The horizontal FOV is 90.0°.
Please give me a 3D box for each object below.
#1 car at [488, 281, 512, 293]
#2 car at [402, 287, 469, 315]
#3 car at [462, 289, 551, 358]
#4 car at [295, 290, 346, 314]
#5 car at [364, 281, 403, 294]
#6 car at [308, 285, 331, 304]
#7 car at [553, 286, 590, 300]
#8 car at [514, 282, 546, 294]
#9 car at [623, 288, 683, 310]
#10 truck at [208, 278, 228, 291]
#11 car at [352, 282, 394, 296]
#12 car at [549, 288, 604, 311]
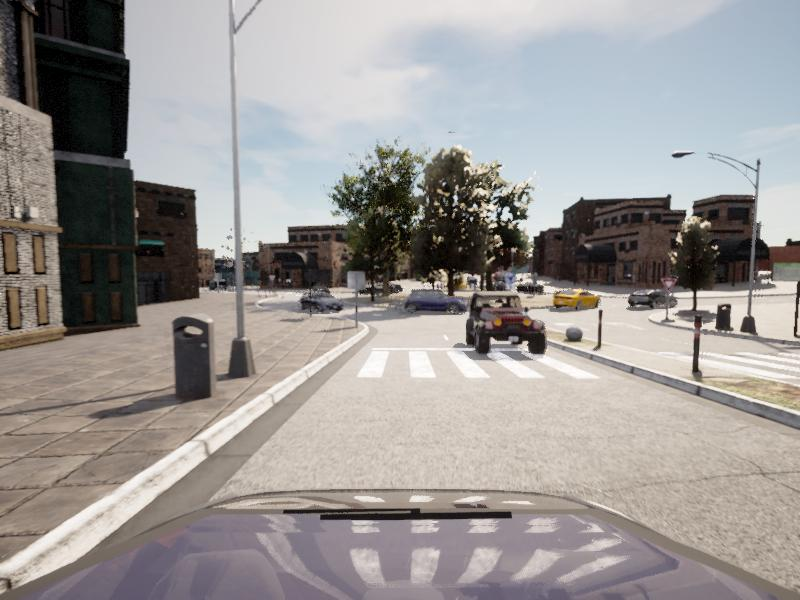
[{"bbox_3d":[14.543,-1.897,58.544,1.837,1.490,4.892,-1,4,-6],"label":"car"},{"bbox_3d":[2.623,0.034,29.125,4.553,1.767,2.097,1,4,13],"label":"car"},{"bbox_3d":[3.199,0.646,12.864,1.905,1.878,3.866,0,0,1],"label":"car"},{"bbox_3d":[-6.041,0.124,30.147,1.816,1.474,4.193,-4,6,-42],"label":"car"},{"bbox_3d":[-2.325,-1.807,56.446,5.238,1.638,1.930,-2,4,-23],"label":"car"},{"bbox_3d":[-7.850,-0.581,39.250,1.851,1.617,3.988,-1,4,-7],"label":"car"},{"bbox_3d":[18.783,-0.765,44.030,1.895,1.301,4.718,0,4,-3],"label":"car"},{"bbox_3d":[17.887,-1.686,55.379,1.882,1.535,5.008,-1,4,-12],"label":"car"},{"bbox_3d":[21.125,-0.131,33.361,4.902,1.511,2.128,-3,4,-29],"label":"car"},{"bbox_3d":[-32.697,-2.780,71.800,2.390,2.098,6.274,-2,4,-31],"label":"truck"},{"bbox_3d":[-3.438,-1.503,52.116,5.238,1.638,1.930,-3,4,-35],"label":"car"},{"bbox_3d":[14.424,-0.080,32.562,5.008,1.535,1.882,-3,5,-38],"label":"car"}]
